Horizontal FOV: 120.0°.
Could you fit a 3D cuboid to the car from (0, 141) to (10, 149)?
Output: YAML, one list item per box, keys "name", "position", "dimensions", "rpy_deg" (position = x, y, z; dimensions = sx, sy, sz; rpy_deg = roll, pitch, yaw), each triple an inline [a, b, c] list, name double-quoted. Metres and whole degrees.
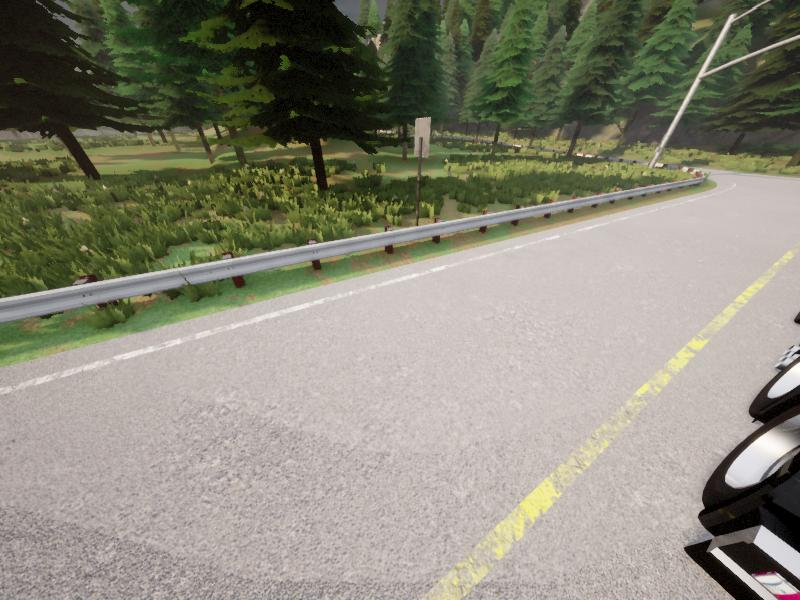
- name: "car"
  position: [-95.249, -35.711, 53.319]
  dimensions: [5.008, 1.535, 1.882]
  rpy_deg: [-18, 39, -25]

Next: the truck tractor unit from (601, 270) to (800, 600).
- name: "truck tractor unit"
  position: [5.120, -0.292, 0.767]
  dimensions: [6.516, 4.208, 3.053]
  rpy_deg: [-18, 39, -24]
